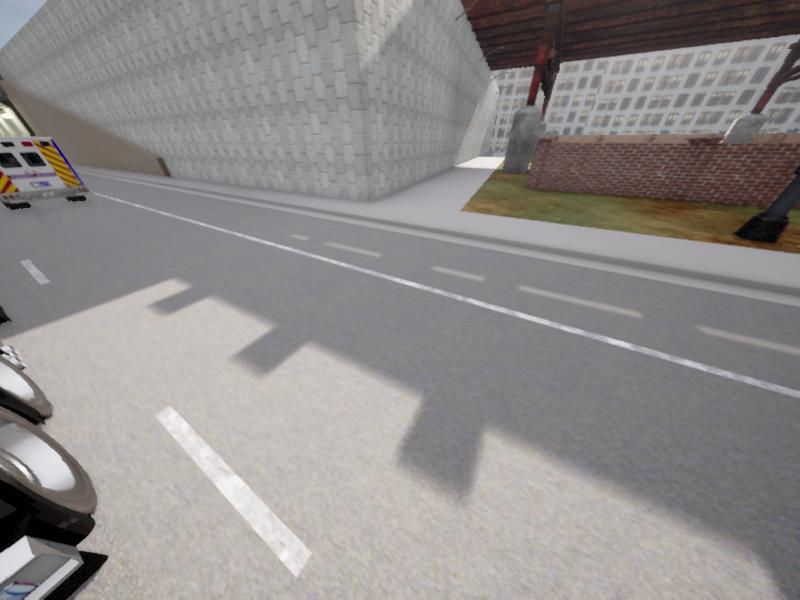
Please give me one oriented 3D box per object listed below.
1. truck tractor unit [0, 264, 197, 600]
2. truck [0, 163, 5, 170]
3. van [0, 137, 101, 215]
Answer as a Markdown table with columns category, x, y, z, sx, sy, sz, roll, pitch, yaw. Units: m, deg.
| category | x | y | z | sx | sy | sz | roll | pitch | yaw |
| --- | --- | --- | --- | --- | --- | --- | --- | --- | --- |
| truck tractor unit | -5.117 | -0.294 | 0.780 | 6.516 | 4.208 | 3.053 | 18 | 39 | 24 |
| truck | -43.875 | -15.079 | 22.734 | 8.468 | 3.827 | 2.891 | 18 | 39 | 24 |
| van | -16.839 | -5.696 | 10.222 | 6.366 | 2.431 | 2.351 | 18 | 39 | 24 |
